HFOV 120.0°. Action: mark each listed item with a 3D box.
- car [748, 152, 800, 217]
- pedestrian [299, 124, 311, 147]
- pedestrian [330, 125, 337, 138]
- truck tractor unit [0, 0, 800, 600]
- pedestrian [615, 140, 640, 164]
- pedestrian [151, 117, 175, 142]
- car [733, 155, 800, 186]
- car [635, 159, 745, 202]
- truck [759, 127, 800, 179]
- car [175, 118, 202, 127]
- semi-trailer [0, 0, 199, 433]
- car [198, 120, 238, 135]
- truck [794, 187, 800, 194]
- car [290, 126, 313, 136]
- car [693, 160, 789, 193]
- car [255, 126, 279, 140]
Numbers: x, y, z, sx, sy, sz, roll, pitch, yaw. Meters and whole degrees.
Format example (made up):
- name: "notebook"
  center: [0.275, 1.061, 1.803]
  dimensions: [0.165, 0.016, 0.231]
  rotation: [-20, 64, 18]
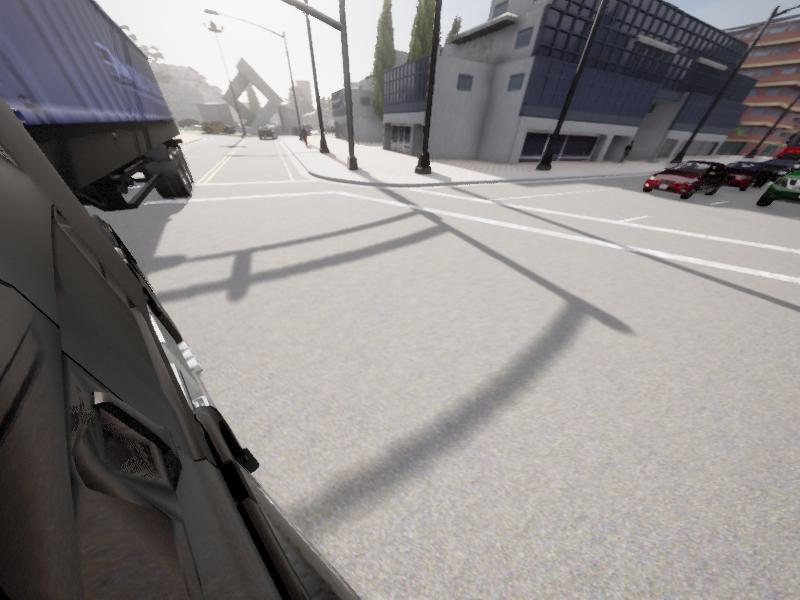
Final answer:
- name: "car"
  center: [18.235, -4.911, 9.736]
  dimensions: [5.566, 2.045, 2.150]
  rotation: [-14, 40, -21]
- name: "pedestrian"
  center: [-9.680, -16.759, 23.590]
  dimensions: [0.751, 1.860, 0.751]
  rotation: [-9, 38, -16]
- name: "pedestrian"
  center: [-12.606, -31.787, 43.532]
  dimensions: [0.751, 1.860, 0.751]
  rotation: [30, 44, 31]
- name: "truck tractor unit"
  center: [-2.645, -0.295, 0.351]
  dimensions: [6.516, 4.208, 3.053]
  rotation: [28, 44, 30]
- name: "pedestrian"
  center: [21.407, -13.915, 21.764]
  dimensions: [0.751, 1.860, 0.751]
  rotation: [-20, 43, -28]
- name: "pedestrian"
  center: [-21.884, -15.750, 21.360]
  dimensions: [0.751, 1.860, 0.751]
  rotation: [-14, 40, -21]
- name: "car"
  center: [26.984, -9.327, 16.504]
  dimensions: [4.974, 1.542, 2.038]
  rotation: [-15, 40, -21]
- name: "car"
  center: [14.336, -6.049, 11.485]
  dimensions: [4.193, 1.474, 1.816]
  rotation: [-14, 40, -21]
- name: "truck"
  center: [35.102, -12.400, 18.950]
  dimensions: [8.468, 3.827, 2.891]
  rotation: [-15, 40, -20]
- name: "car"
  center: [-56.875, -47.874, 62.286]
  dimensions: [2.097, 1.767, 4.553]
  rotation: [16, 39, 17]
- name: "semi-trailer"
  center: [-7.402, -4.270, 5.165]
  dimensions: [2.717, 4.402, 14.254]
  rotation: [-20, 43, -27]
- name: "car"
  center: [-30.498, -29.079, 38.902]
  dimensions: [4.605, 1.855, 1.932]
  rotation: [-4, 37, -8]
- name: "truck"
  center: [27.643, -8.004, 12.888]
  dimensions: [8.468, 3.827, 2.891]
  rotation: [-15, 40, -21]
- name: "car"
  center: [-20.025, -34.370, 47.031]
  dimensions: [1.845, 1.501, 3.633]
  rotation: [32, 45, 32]
- name: "car"
  center: [20.722, -7.626, 14.091]
  dimensions: [4.181, 1.385, 1.994]
  rotation: [-13, 39, -20]
- name: "car"
  center: [-19.441, -24.580, 33.974]
  dimensions: [1.837, 1.490, 4.892]
  rotation: [-6, 38, -12]
